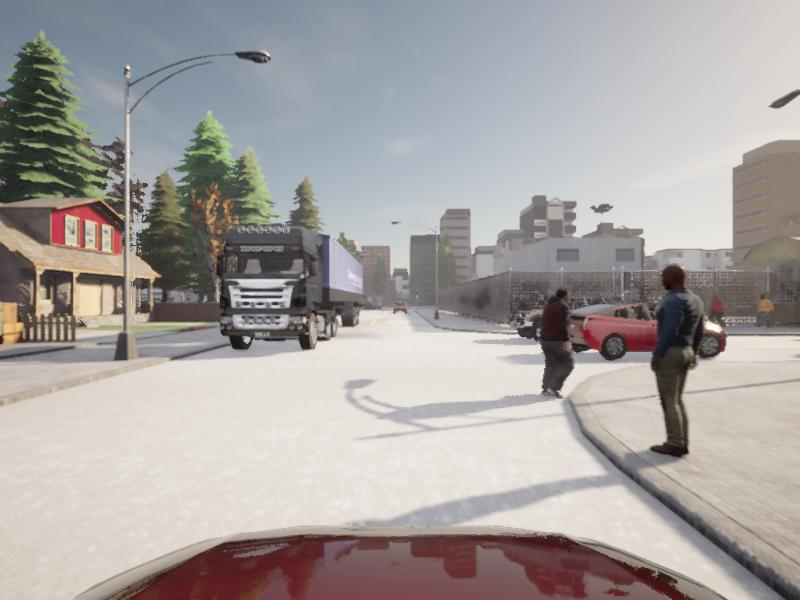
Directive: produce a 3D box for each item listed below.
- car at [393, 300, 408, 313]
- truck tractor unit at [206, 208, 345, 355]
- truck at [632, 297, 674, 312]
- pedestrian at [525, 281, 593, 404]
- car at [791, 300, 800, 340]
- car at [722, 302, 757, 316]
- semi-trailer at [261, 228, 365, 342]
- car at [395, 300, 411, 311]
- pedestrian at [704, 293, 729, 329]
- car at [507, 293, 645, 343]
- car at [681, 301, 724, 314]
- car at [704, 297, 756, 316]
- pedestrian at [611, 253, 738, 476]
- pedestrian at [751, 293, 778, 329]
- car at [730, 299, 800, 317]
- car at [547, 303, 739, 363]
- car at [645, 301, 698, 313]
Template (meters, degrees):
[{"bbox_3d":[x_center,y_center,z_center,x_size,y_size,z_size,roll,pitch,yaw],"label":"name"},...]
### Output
[{"bbox_3d":[0.026,0.865,51.939,1.851,1.617,3.988,0,0,0],"label":"car"},{"bbox_3d":[-3.992,-0.496,14.679,3.053,4.208,6.516,0,0,0],"label":"truck tractor unit"},{"bbox_3d":[35.063,0.588,55.465,4.478,2.038,2.069,0,0,0],"label":"truck"},{"bbox_3d":[2.549,0.647,6.487,0.751,1.860,0.751,0,0,-7],"label":"pedestrian"},{"bbox_3d":[18.878,0.799,15.792,4.856,1.649,2.033,0,0,0],"label":"car"},{"bbox_3d":[33.513,0.853,39.546,2.207,1.379,1.481,0,0,0],"label":"car"},{"bbox_3d":[-3.991,-0.584,22.590,2.717,4.402,14.254,0,0,0],"label":"semi-trailer"},{"bbox_3d":[0.495,0.867,65.089,1.930,1.638,5.238,0,0,9],"label":"car"},{"bbox_3d":[16.730,0.556,21.142,0.751,1.860,0.751,0,0,0],"label":"pedestrian"},{"bbox_3d":[6.769,0.677,15.756,4.605,1.855,1.932,0,0,-1],"label":"car"},{"bbox_3d":[35.308,0.825,46.825,3.633,1.501,1.845,0,0,0],"label":"car"},{"bbox_3d":[34.378,0.647,41.708,3.866,1.878,1.905,0,0,0],"label":"car"},{"bbox_3d":[2.626,0.540,3.857,0.751,1.860,0.751,0,0,-29],"label":"pedestrian"},{"bbox_3d":[19.196,0.564,21.090,0.751,1.860,0.751,0,0,6],"label":"pedestrian"},{"bbox_3d":[34.123,0.746,37.417,4.611,1.667,2.242,0,0,0],"label":"car"},{"bbox_3d":[6.899,0.846,11.602,4.514,1.525,2.007,0,0,-9],"label":"car"},{"bbox_3d":[34.897,0.893,51.504,5.357,1.415,2.033,0,0,0],"label":"car"}]
